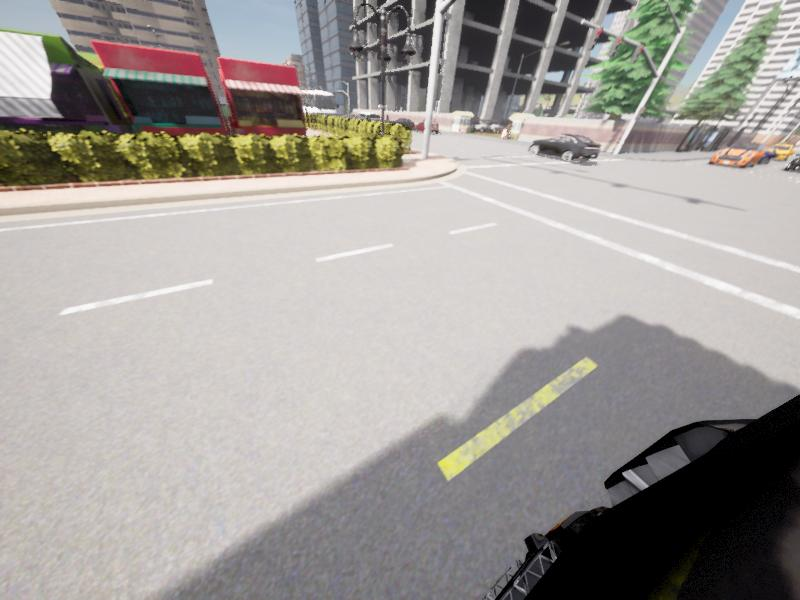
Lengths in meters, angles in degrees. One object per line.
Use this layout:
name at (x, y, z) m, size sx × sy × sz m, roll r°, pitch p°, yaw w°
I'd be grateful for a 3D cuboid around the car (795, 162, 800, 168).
car at (39.232, -13.024, 21.351) m, size 4.892 × 1.490 × 1.837 m, roll -18°, pitch 43°, yaw -24°

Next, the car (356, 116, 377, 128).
car at (-5.767, -30.740, 39.836) m, size 1.994 × 1.385 × 4.181 m, roll -18°, pitch 44°, yaw -25°

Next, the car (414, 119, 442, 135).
car at (3.834, -24.474, 32.615) m, size 1.851 × 1.617 × 3.988 m, roll -18°, pitch 44°, yaw -25°

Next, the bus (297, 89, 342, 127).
bus at (-13.465, -31.972, 38.450) m, size 3.944 × 4.253 × 10.273 m, roll -18°, pitch 44°, yaw -25°

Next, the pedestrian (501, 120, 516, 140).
pedestrian at (13.043, -20.363, 27.746) m, size 0.751 × 1.860 × 0.751 m, roll -12°, pitch 41°, yaw -18°

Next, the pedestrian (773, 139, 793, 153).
pedestrian at (63.545, -25.629, 38.355) m, size 0.751 × 1.860 × 0.751 m, roll -18°, pitch 44°, yaw -25°

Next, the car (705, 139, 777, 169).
car at (28.225, -12.141, 19.146) m, size 4.553 × 1.767 × 2.097 m, roll -18°, pitch 43°, yaw -24°

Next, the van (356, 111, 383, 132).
van at (-4.325, -25.043, 32.334) m, size 2.069 × 2.038 × 4.480 m, roll -18°, pitch 44°, yaw -25°

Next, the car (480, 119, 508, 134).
car at (16.493, -30.532, 40.700) m, size 1.905 × 1.878 × 3.866 m, roll -18°, pitch 43°, yaw -24°

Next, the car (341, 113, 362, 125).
car at (-9.383, -34.888, 44.504) m, size 2.152 × 1.651 × 5.027 m, roll -18°, pitch 44°, yaw -25°

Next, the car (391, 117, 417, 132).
car at (0.517, -28.145, 36.971) m, size 1.882 × 1.535 × 5.008 m, roll -18°, pitch 44°, yaw -25°

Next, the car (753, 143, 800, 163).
car at (42.819, -16.716, 26.187) m, size 5.008 × 1.535 × 1.882 m, roll -18°, pitch 44°, yaw -24°

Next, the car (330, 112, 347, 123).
car at (-13.257, -39.180, 49.609) m, size 2.007 × 1.525 × 4.514 m, roll -18°, pitch 44°, yaw -25°

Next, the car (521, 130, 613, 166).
car at (11.606, -10.952, 16.533) m, size 2.128 × 1.511 × 4.902 m, roll -12°, pitch 42°, yaw -19°

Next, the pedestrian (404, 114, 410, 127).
pedestrian at (1.371, -34.606, 44.531) m, size 0.751 × 1.860 × 0.751 m, roll -18°, pitch 43°, yaw -24°

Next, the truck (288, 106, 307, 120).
truck at (-22.748, -41.302, 51.038) m, size 2.390 × 2.098 × 6.274 m, roll -18°, pitch 44°, yaw -25°

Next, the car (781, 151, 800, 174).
car at (32.982, -11.020, 18.369) m, size 4.892 × 1.490 × 1.837 m, roll -18°, pitch 44°, yaw -25°

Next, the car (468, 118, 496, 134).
car at (13.945, -29.713, 39.481) m, size 1.905 × 1.878 × 3.866 m, roll -18°, pitch 43°, yaw -24°

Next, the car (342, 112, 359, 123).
car at (-11.287, -41.391, 52.421) m, size 1.930 × 1.638 × 5.238 m, roll -18°, pitch 44°, yaw -25°

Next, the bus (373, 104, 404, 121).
bus at (-4.167, -68.156, 84.241) m, size 10.273 × 4.253 × 3.944 m, roll -18°, pitch 44°, yaw -25°

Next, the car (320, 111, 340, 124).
car at (-13.529, -35.162, 44.520) m, size 2.152 × 1.651 × 5.027 m, roll -18°, pitch 43°, yaw -25°

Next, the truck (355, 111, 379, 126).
truck at (-6.748, -36.507, 46.343) m, size 2.390 × 2.098 × 6.274 m, roll -18°, pitch 44°, yaw -25°

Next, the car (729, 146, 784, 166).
car at (34.285, -13.891, 22.198) m, size 4.718 × 1.301 × 1.895 m, roll -18°, pitch 43°, yaw -24°

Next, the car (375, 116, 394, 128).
car at (-2.870, -31.946, 41.416) m, size 1.789 × 1.549 × 3.705 m, roll -18°, pitch 44°, yaw -25°
